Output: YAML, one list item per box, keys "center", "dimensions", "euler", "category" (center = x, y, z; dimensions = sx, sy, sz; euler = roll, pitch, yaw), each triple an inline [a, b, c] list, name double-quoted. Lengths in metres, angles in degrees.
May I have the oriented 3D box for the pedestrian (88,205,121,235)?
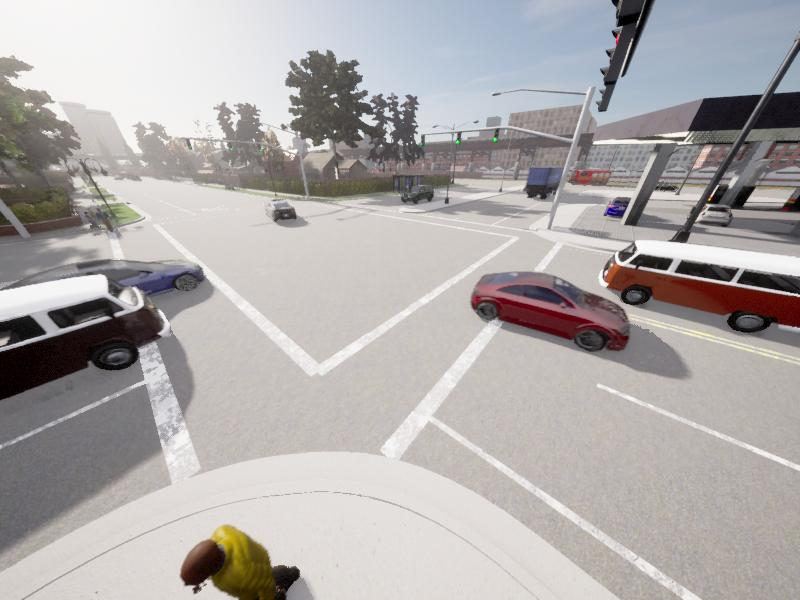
- center: [-20.829, -5.671, 16.320]
  dimensions: [0.751, 1.860, 0.751]
  euler: [22, 37, 33]
  category: "pedestrian"

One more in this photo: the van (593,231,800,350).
- center: [9.509, -0.657, 7.509]
  dimensions: [4.480, 2.038, 2.069]
  euler: [22, 37, 32]
  category: "van"

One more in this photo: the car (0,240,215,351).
- center: [-9.847, -0.594, 7.954]
  dimensions: [2.163, 1.488, 4.792]
  euler: [19, 35, 30]
  category: "car"

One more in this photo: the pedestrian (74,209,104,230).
- center: [-22.800, -5.902, 16.974]
  dimensions: [0.751, 1.300, 0.751]
  euler: [-25, 38, -36]
  category: "pedestrian"

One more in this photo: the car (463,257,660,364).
- center: [4.371, 0.000, 7.037]
  dimensions: [4.181, 1.385, 1.994]
  euler: [17, 34, 27]
  category: "car"

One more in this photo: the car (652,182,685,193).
- center: [51.215, -21.492, 44.102]
  dimensions: [3.633, 1.501, 1.845]
  euler: [22, 37, 33]
  category: "car"

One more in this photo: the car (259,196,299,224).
- center: [-11.262, -8.443, 21.388]
  dimensions: [1.930, 1.638, 5.238]
  euler: [-20, 36, -31]
  category: "car"

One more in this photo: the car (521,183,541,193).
- center: [25.123, -21.489, 44.232]
  dimensions: [2.033, 1.411, 5.357]
  euler: [23, 37, 34]
  category: "car"

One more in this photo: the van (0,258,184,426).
- center: [-7.984, 0.958, 4.713]
  dimensions: [2.069, 2.038, 4.480]
  euler: [23, 37, 34]
  category: "van"

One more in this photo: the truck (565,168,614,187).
- center: [47.475, -30.919, 58.134]
  dimensions: [8.468, 3.827, 2.891]
  euler: [23, 37, 34]
  category: "truck"

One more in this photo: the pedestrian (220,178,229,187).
- center: [-39.592, -26.504, 52.113]
  dimensions: [0.751, 1.860, 0.751]
  euler: [23, 37, 34]
  category: "pedestrian"

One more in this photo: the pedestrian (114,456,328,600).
- center: [-1.312, 2.417, 2.005]
  dimensions: [0.751, 1.860, 0.751]
  euler: [22, 36, 32]
  category: "pedestrian"

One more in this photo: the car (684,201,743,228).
- center: [25.999, -7.245, 19.370]
  dimensions: [1.970, 1.475, 3.806]
  euler: [23, 37, 34]
  category: "car"

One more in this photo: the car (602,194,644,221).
- center: [21.088, -8.924, 21.955]
  dimensions: [2.242, 1.667, 4.611]
  euler: [23, 37, 34]
  category: "car"

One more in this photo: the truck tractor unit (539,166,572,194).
- center: [28.640, -22.100, 42.462]
  dimensions: [3.053, 4.208, 6.516]
  euler: [22, 37, 34]
  category: "truck tractor unit"

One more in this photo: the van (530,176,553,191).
- center: [30.129, -24.958, 49.206]
  dimensions: [2.351, 2.431, 6.366]
  euler: [23, 37, 34]
  category: "van"

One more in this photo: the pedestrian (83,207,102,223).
- center: [-25.515, -7.042, 19.167]
  dimensions: [0.500, 1.100, 0.500]
  euler: [-26, 39, -37]
  category: "pedestrian"

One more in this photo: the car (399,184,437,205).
- center: [2.479, -14.378, 31.262]
  dimensions: [2.150, 2.045, 5.566]
  euler: [23, 37, 34]
  category: "car"

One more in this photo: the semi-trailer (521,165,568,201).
- center: [23.598, -19.138, 37.134]
  dimensions: [2.717, 4.402, 14.254]
  euler: [23, 37, 33]
  category: "semi-trailer"
